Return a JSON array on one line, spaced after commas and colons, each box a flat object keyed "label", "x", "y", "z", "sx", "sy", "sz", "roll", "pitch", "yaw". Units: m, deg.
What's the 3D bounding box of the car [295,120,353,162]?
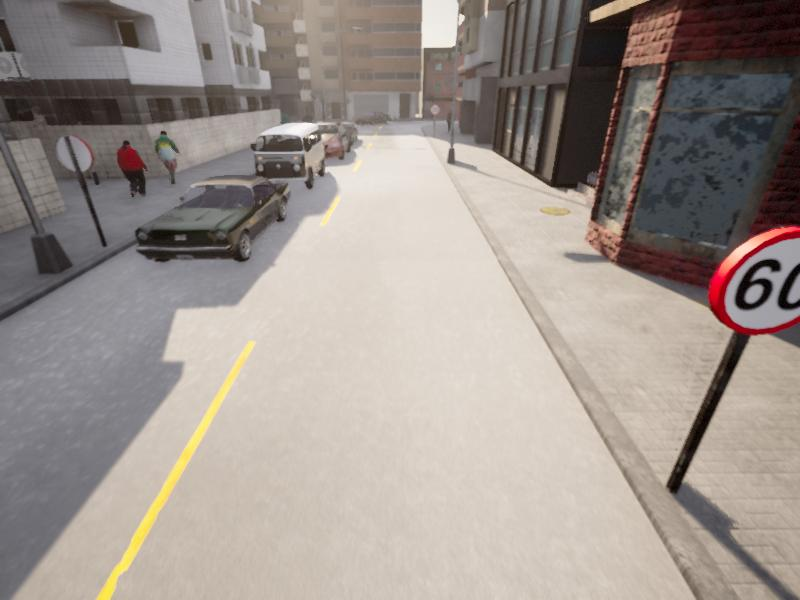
[{"label": "car", "x": -3.979, "y": -8.738, "z": 21.816, "sx": 2.242, "sy": 1.667, "sz": 4.611, "roll": 0, "pitch": 27, "yaw": 0}]

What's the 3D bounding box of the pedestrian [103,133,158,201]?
[{"label": "pedestrian", "x": -8.245, "y": -4.087, "z": 12.324, "sx": 0.751, "sy": 1.860, "sz": 0.751, "roll": -5, "pitch": 28, "yaw": -9}]

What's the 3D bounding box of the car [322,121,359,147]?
[{"label": "car", "x": -4.012, "y": -11.605, "z": 27.798, "sx": 1.895, "sy": 1.301, "sz": 4.718, "roll": 0, "pitch": 27, "yaw": 0}]

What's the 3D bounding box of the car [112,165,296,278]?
[{"label": "car", "x": -3.992, "y": -2.073, "z": 9.270, "sx": 1.895, "sy": 1.301, "sz": 4.718, "roll": 0, "pitch": 27, "yaw": 0}]

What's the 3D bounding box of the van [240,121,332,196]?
[{"label": "van", "x": -3.992, "y": -5.460, "z": 15.040, "sx": 2.069, "sy": 2.038, "sz": 4.480, "roll": 0, "pitch": 27, "yaw": 0}]

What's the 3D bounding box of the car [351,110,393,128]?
[{"label": "car", "x": -2.929, "y": -19.700, "z": 43.421, "sx": 2.033, "sy": 1.411, "sz": 5.357, "roll": 13, "pitch": 30, "yaw": 24}]

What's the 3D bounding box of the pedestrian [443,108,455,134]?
[{"label": "pedestrian", "x": 3.978, "y": -14.466, "z": 32.396, "sx": 0.751, "sy": 1.860, "sz": 0.751, "roll": -1, "pitch": 27, "yaw": -2}]

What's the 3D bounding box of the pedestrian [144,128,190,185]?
[{"label": "pedestrian", "x": -8.363, "y": -5.171, "z": 14.431, "sx": 0.751, "sy": 1.860, "sz": 0.751, "roll": -1, "pitch": 27, "yaw": -2}]
